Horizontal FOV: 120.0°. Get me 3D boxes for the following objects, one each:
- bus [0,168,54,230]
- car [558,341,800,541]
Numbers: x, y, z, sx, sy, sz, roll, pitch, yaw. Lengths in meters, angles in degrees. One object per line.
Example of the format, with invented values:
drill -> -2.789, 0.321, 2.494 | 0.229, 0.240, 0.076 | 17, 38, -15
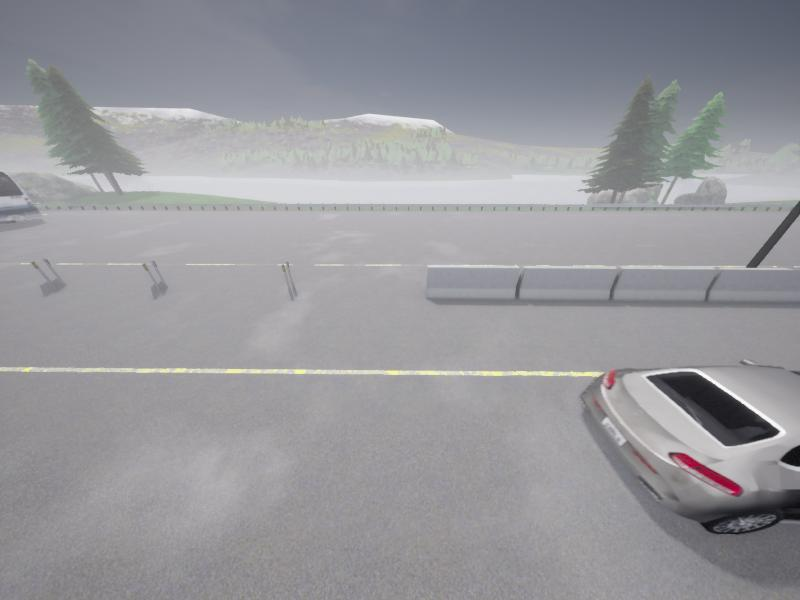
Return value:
bus -> -36.846, -8.088, 18.374 | 10.273, 4.253, 3.944 | 1, 30, 0
car -> 5.926, 1.999, 3.624 | 5.027, 1.651, 2.152 | 0, 30, 1
